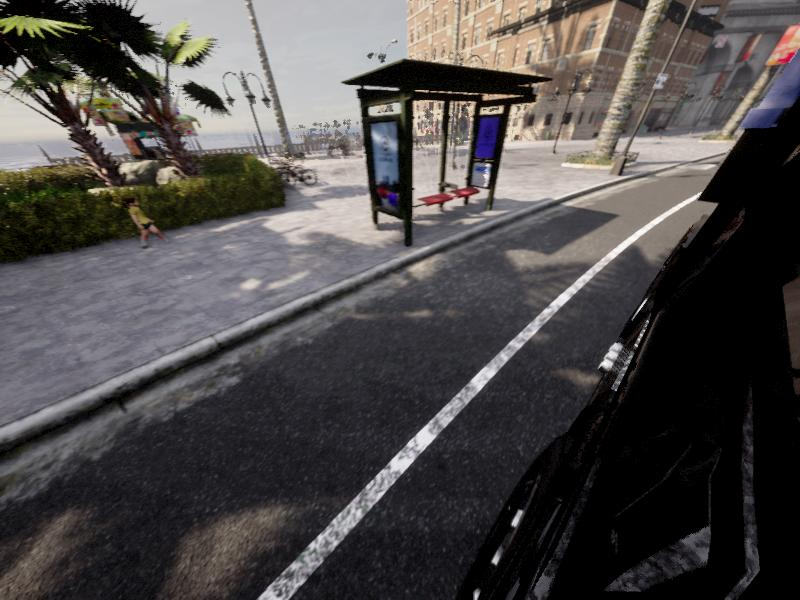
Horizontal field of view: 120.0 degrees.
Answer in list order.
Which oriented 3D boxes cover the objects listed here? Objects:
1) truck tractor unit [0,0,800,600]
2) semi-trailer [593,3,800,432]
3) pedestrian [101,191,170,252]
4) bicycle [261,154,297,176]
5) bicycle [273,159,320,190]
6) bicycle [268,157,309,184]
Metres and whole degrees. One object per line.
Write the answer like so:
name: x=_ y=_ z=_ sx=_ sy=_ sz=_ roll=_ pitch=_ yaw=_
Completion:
truck tractor unit: x=2.645 y=-0.295 z=0.351 sx=6.516 sy=4.208 sz=3.053 roll=-28 pitch=44 yaw=-30
semi-trailer: x=9.004 y=-3.361 z=3.926 sx=14.254 sy=4.402 sz=2.717 roll=-24 pitch=42 yaw=-26
pedestrian: x=-5.731 y=-1.713 z=5.066 sx=0.500 sy=1.100 sz=0.500 roll=-29 pitch=44 yaw=-31
bicycle: x=-7.229 y=-8.132 z=13.894 sx=1.643 sy=1.024 sz=0.373 roll=-21 pitch=41 yaw=-24
bicycle: x=-4.606 y=-5.642 z=10.398 sx=1.643 sy=1.024 sz=0.373 roll=-21 pitch=41 yaw=-24
bicycle: x=-5.655 y=-6.638 z=11.797 sx=1.643 sy=1.024 sz=0.373 roll=-21 pitch=41 yaw=-24
